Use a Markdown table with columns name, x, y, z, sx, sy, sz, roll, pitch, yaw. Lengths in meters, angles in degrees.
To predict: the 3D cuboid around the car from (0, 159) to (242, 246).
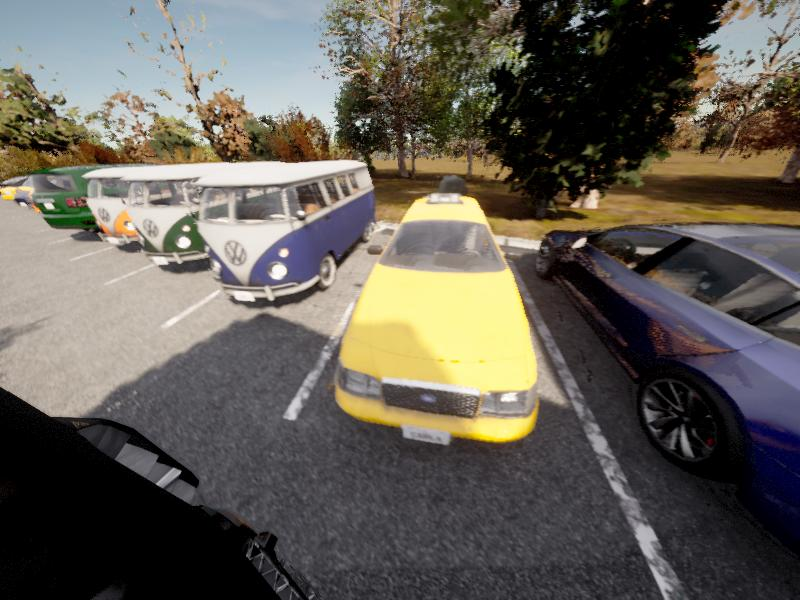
| name | x | y | z | sx | sy | sz | roll | pitch | yaw |
| --- | --- | --- | --- | --- | --- | --- | --- | --- | --- |
| car | -9.619 | -4.076 | 8.902 | 2.435 | 2.045 | 5.566 | 4 | 34 | 10 |

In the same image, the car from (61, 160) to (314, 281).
| name | x | y | z | sx | sy | sz | roll | pitch | yaw |
| --- | --- | --- | --- | --- | --- | --- | --- | --- | --- |
| car | -4.494 | -2.488 | 6.195 | 1.878 | 1.987 | 4.442 | 4 | 34 | 9 |

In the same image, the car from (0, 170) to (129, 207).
| name | x | y | z | sx | sy | sz | roll | pitch | yaw |
| --- | --- | --- | --- | --- | --- | --- | --- | --- | --- |
| car | -23.156 | -7.886 | 16.043 | 1.946 | 1.575 | 5.366 | 4 | 34 | 10 |

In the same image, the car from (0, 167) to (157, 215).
| name | x | y | z | sx | sy | sz | roll | pitch | yaw |
| --- | --- | --- | --- | --- | --- | --- | --- | --- | --- |
| car | -17.322 | -6.205 | 12.877 | 2.185 | 1.767 | 4.553 | 4 | 34 | 9 |

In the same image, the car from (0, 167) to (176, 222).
| name | x | y | z | sx | sy | sz | roll | pitch | yaw |
| --- | --- | --- | --- | --- | --- | --- | --- | --- | --- |
| car | -14.770 | -5.427 | 11.524 | 2.185 | 1.767 | 4.553 | 4 | 34 | 10 |

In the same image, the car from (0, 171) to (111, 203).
| name | x | y | z | sx | sy | sz | roll | pitch | yaw |
| --- | --- | --- | --- | --- | --- | --- | --- | --- | --- |
| car | -26.116 | -8.629 | 17.374 | 2.231 | 1.521 | 4.892 | 4 | 34 | 10 |

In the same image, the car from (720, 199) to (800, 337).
| name | x | y | z | sx | sy | sz | roll | pitch | yaw |
| --- | --- | --- | --- | --- | --- | --- | --- | --- | --- |
| car | 5.821 | 0.651 | 1.206 | 2.163 | 1.488 | 4.792 | 4 | 34 | 9 |

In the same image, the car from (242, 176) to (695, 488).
| name | x | y | z | sx | sy | sz | roll | pitch | yaw |
| --- | --- | --- | --- | --- | --- | --- | --- | --- | --- |
| car | 0.646 | -0.777 | 3.658 | 1.946 | 1.575 | 5.366 | 4 | 34 | 9 |

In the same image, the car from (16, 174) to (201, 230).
| name | x | y | z | sx | sy | sz | roll | pitch | yaw |
| --- | --- | --- | --- | --- | --- | --- | --- | --- | --- |
| car | -12.180 | -4.561 | 10.339 | 2.002 | 1.452 | 4.674 | 4 | 34 | 9 |

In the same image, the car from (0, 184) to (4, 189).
| name | x | y | z | sx | sy | sz | roll | pitch | yaw |
| --- | --- | --- | --- | --- | --- | --- | --- | --- | --- |
| car | -47.262 | -13.026 | 25.557 | 1.851 | 1.617 | 3.988 | -25 | 38 | -30 |

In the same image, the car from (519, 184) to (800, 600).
| name | x | y | z | sx | sy | sz | roll | pitch | yaw |
| --- | --- | --- | --- | --- | --- | --- | --- | --- | --- |
| car | 3.252 | -0.124 | 2.555 | 2.163 | 1.488 | 4.792 | 4 | 33 | 10 |

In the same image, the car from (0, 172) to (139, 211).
| name | x | y | z | sx | sy | sz | roll | pitch | yaw |
| --- | --- | --- | --- | --- | --- | --- | --- | --- | --- |
| car | -20.254 | -6.892 | 14.398 | 2.163 | 1.488 | 4.792 | 4 | 34 | 9 |

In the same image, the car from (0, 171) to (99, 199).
| name | x | y | z | sx | sy | sz | roll | pitch | yaw |
| --- | --- | --- | --- | --- | --- | --- | --- | --- | --- |
| car | -29.041 | -9.486 | 18.868 | 2.231 | 1.521 | 4.892 | 4 | 34 | 9 |

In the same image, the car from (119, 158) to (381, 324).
| name | x | y | z | sx | sy | sz | roll | pitch | yaw |
| --- | --- | --- | --- | --- | --- | --- | --- | --- | --- |
| car | -1.919 | -1.745 | 4.894 | 1.878 | 1.987 | 4.442 | 4 | 34 | 9 |

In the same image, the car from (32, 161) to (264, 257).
| name | x | y | z | sx | sy | sz | roll | pitch | yaw |
| --- | --- | --- | --- | --- | --- | --- | --- | --- | --- |
| car | -7.067 | -3.231 | 7.494 | 1.878 | 1.987 | 4.442 | 4 | 34 | 9 |
